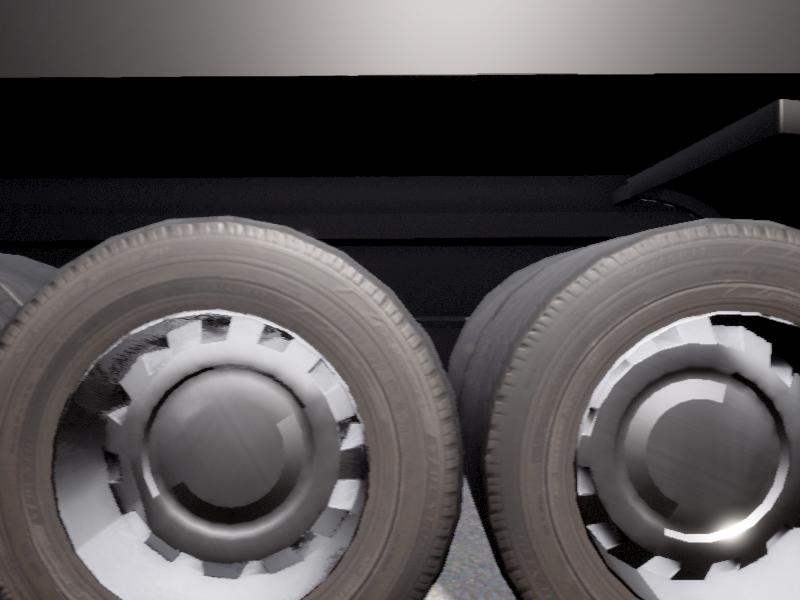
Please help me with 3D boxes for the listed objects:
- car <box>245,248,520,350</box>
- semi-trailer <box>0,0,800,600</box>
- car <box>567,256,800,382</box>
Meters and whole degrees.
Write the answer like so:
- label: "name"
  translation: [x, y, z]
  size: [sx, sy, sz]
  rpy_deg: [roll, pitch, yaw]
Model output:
- label: "car"
  translation: [-0.359, -0.029, 9.201]
  size: [5.566, 2.045, 2.150]
  rpy_deg: [0, 0, 0]
- label: "semi-trailer"
  translation: [2.155, -1.217, 2.192]
  size: [14.254, 4.402, 2.717]
  rpy_deg: [0, 0, 0]
- label: "car"
  translation: [4.585, 0.227, 5.702]
  size: [3.633, 1.501, 1.845]
  rpy_deg: [0, 0, 0]
